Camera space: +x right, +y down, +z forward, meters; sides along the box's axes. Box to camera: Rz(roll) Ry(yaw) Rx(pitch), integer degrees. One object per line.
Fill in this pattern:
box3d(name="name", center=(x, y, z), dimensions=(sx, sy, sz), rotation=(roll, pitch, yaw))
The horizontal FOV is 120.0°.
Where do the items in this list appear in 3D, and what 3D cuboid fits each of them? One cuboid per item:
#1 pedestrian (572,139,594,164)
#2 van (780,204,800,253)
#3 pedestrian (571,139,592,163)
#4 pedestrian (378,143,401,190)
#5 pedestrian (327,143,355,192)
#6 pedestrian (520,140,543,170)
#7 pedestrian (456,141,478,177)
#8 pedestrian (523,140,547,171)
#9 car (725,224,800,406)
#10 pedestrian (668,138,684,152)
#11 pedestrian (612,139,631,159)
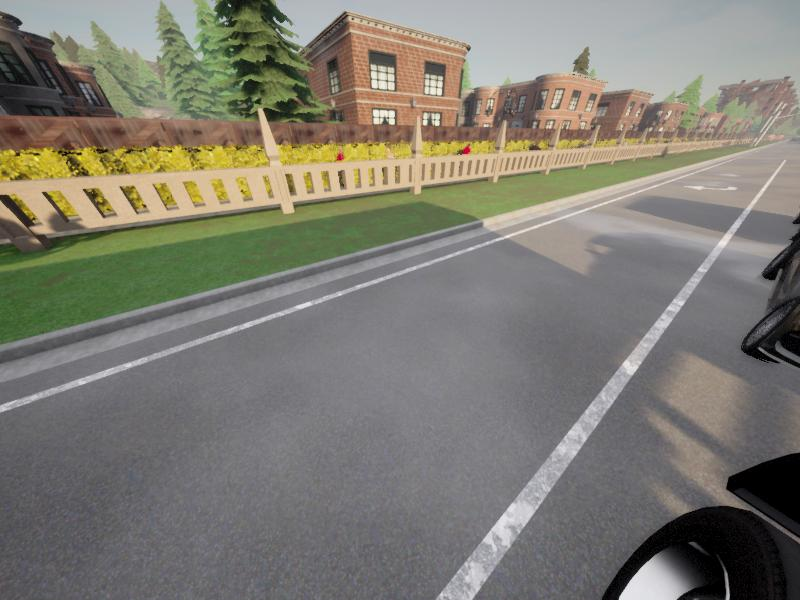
box3d(name="pedestrian", center=(16.453, -13.354, 20.837), dimensions=(0.751, 1.860, 0.751), rotation=(-25, 42, -31))
box3d(name="van", center=(11.565, -2.375, 5.481), dimensions=(4.442, 1.987, 1.775), rotation=(-22, 41, -28))
box3d(name="pedestrian", center=(17.390, -14.296, 22.168), dimensions=(0.751, 1.860, 0.751), rotation=(-23, 41, -28))
box3d(name="pedestrian", center=(-0.476, -6.313, 10.959), dimensions=(0.751, 1.860, 0.751), rotation=(-22, 41, -28))
box3d(name="pedestrian", center=(-2.682, -6.109, 10.684), dimensions=(0.751, 1.860, 0.751), rotation=(-24, 41, -29))
box3d(name="pedestrian", center=(9.956, -11.003, 17.545), dimensions=(0.751, 1.860, 0.751), rotation=(-23, 41, -29))
box3d(name="pedestrian", center=(4.266, -9.005, 14.747), dimensions=(0.751, 1.860, 0.751), rotation=(-22, 40, -27))
box3d(name="pedestrian", center=(9.772, -10.444, 16.753), dimensions=(0.751, 1.860, 0.751), rotation=(-23, 41, -29))
box3d(name="car", center=(6.484, -0.151, 2.688), dimensions=(5.027, 1.651, 2.152), rotation=(-22, 41, -28))
box3d(name="pedestrian", center=(43.462, -24.464, 36.428), dimensions=(0.751, 1.860, 0.751), rotation=(-23, 41, -29))
box3d(name="pedestrian", center=(25.160, -17.192, 26.225), dimensions=(0.751, 1.860, 0.751), rotation=(-23, 41, -28))
